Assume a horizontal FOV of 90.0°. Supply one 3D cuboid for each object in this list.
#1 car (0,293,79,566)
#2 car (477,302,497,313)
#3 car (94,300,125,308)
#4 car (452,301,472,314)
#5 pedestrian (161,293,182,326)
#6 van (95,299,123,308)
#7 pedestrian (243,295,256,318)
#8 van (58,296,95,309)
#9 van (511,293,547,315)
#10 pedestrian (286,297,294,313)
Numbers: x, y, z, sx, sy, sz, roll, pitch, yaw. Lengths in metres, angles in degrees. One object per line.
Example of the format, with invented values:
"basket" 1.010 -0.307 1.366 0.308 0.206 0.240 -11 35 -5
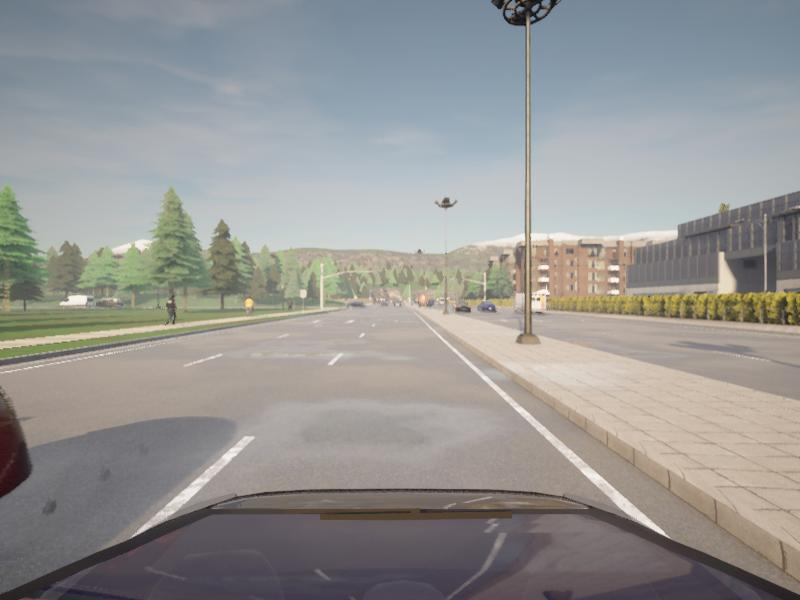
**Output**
"car" -3.499 0.783 0.507 2.152 1.651 5.027 0 0 0
"car" 11.753 0.959 54.350 1.812 1.442 4.674 0 0 0
"car" -63.427 0.913 87.391 5.238 1.638 1.930 0 0 1
"car" 8.251 0.925 53.834 2.038 1.542 4.974 0 1 1
"pedestrian" -12.818 0.522 22.448 0.751 1.860 0.751 0 0 1
"van" -60.946 0.710 83.844 4.480 2.038 2.069 0 0 1
"pedestrian" -12.681 0.540 33.668 0.751 1.860 0.751 0 0 2
"van" -65.052 0.431 80.424 5.915 2.561 1.988 0 0 1
"van" 15.210 0.456 47.583 2.351 2.431 6.366 0 0 0
"pedestrian" -12.532 0.560 45.642 0.751 1.860 0.751 0 0 2
